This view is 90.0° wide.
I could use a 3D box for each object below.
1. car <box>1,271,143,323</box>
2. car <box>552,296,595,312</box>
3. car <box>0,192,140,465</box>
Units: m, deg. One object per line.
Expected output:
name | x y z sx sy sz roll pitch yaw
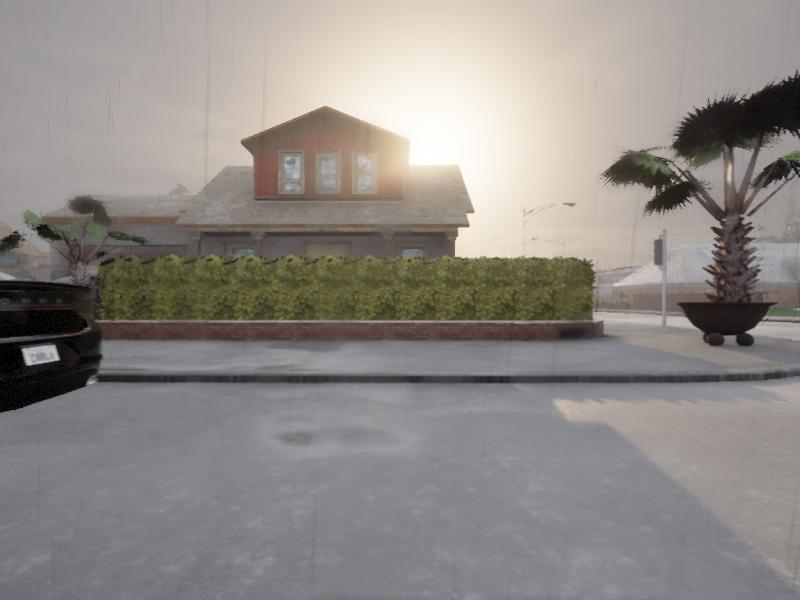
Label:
car | -10.607 -0.091 13.320 1.845 1.501 3.633 0 0 -3
car | 15.357 0.319 35.598 1.994 1.385 4.181 0 0 0
car | -5.017 0.180 2.729 5.238 1.638 1.930 0 0 0
